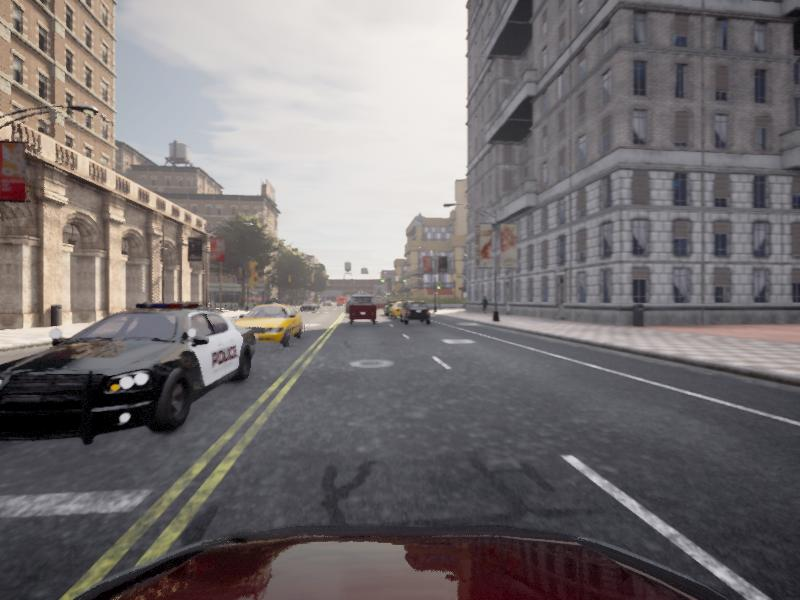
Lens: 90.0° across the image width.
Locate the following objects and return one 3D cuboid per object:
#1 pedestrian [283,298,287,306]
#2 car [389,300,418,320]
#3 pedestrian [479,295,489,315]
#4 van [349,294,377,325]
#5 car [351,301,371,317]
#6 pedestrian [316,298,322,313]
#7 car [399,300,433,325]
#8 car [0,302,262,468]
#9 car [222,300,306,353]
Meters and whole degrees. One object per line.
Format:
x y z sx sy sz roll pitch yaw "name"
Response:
-25.448 0.485 88.626 0.751 1.860 0.751 0 0 -17 "pedestrian"
0.222 0.794 34.066 1.801 1.575 5.366 0 0 -7 "car"
8.092 0.470 38.391 0.751 1.860 0.751 0 0 -6 "pedestrian"
-2.581 0.596 27.517 1.775 1.987 4.442 0 0 -6 "van"
-3.857 0.848 38.790 1.816 1.474 4.193 0 0 -7 "car"
-10.149 0.634 50.214 0.751 1.860 0.751 0 0 -10 "pedestrian"
0.985 0.808 27.071 1.789 1.549 3.705 0 0 -6 "car"
-3.823 0.828 6.312 2.038 1.542 4.974 0 0 -6 "car"
-4.731 0.802 14.753 1.801 1.575 5.366 0 0 -6 "car"
